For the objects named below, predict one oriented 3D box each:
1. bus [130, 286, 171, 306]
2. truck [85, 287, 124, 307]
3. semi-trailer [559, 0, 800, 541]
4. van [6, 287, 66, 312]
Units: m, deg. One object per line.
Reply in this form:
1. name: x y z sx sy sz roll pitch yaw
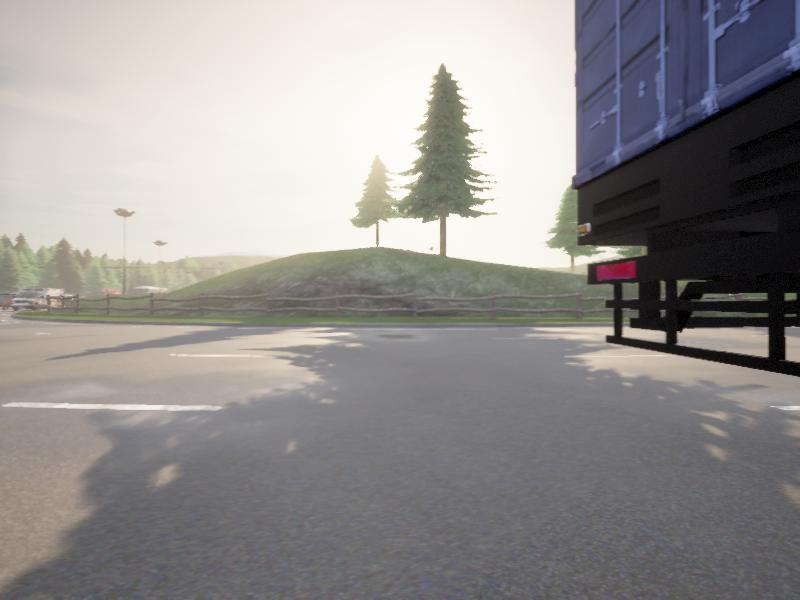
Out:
1. bus: -55.116 -0.799 88.708 3.944 4.253 10.273 0 0 -8
2. truck: -61.540 -0.601 83.509 2.891 3.827 8.468 0 0 -9
3. semi-trailer: 8.685 -1.208 2.956 14.254 4.402 2.717 0 0 -5
4. van: -38.524 -0.057 42.616 2.351 2.431 6.366 1 0 -19
